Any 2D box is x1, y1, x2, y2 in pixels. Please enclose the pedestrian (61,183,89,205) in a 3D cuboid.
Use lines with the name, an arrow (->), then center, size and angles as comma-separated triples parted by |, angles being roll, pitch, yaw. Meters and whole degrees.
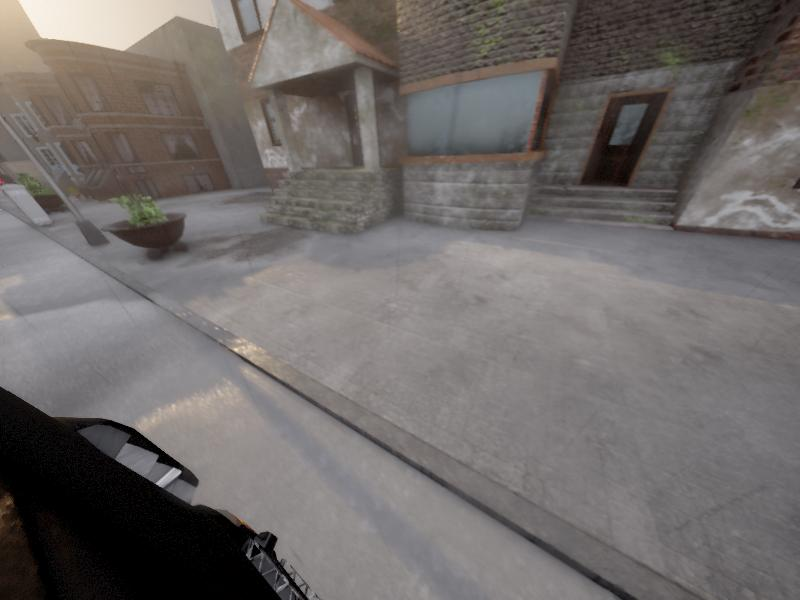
pedestrian -> -19.740, -6.457, 14.053 | 0.500, 1.100, 0.500 | 23, 41, 33

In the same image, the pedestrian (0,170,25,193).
pedestrian -> -38.129, -11.513, 22.443 | 0.751, 1.860, 0.751 | 9, 35, 17
